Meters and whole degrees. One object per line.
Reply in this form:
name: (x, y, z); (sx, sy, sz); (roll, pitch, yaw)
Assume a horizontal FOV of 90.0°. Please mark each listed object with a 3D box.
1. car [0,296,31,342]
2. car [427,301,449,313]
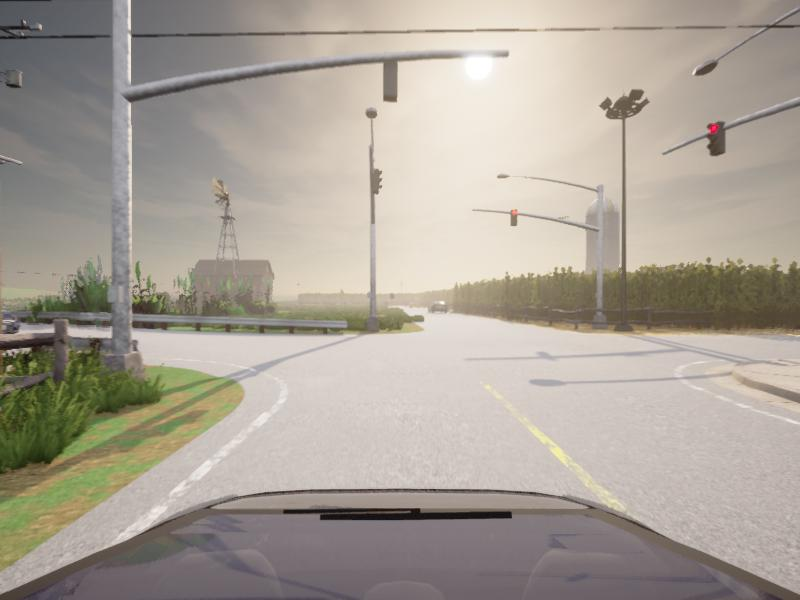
car: (-14.987, 0.515, 12.840); (4.674, 1.442, 1.812); (3, 0, 2)
car: (4.817, 0.900, 51.198); (2.163, 1.488, 4.792); (0, 0, -3)
